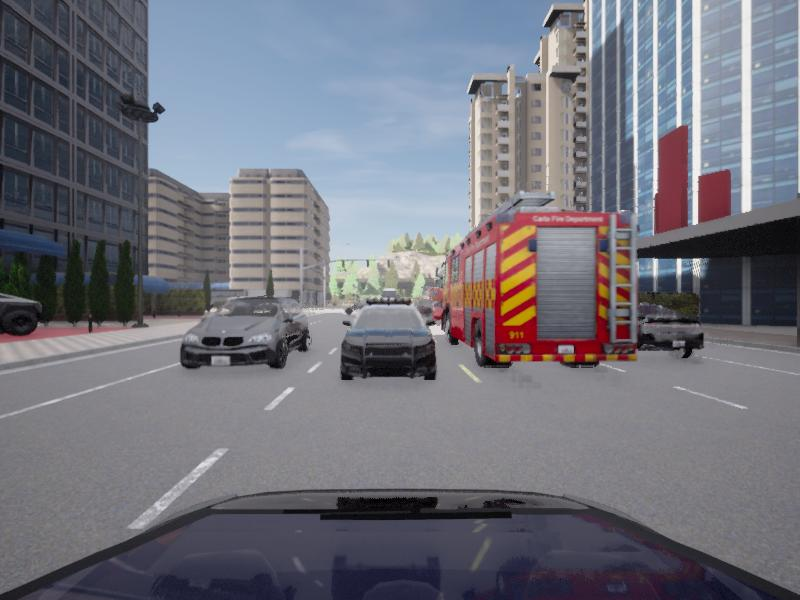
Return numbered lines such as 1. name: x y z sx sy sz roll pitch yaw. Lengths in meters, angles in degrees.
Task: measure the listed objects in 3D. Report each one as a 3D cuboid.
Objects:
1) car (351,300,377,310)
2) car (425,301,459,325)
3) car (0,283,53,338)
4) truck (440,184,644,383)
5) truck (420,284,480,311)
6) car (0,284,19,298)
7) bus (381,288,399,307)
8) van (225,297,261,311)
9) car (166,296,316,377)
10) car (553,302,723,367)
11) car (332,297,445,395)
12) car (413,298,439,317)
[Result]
1. car: -6.211 0.774 69.801 1.930 1.638 5.238 0 0 31
2. car: 2.792 0.829 27.169 1.845 1.501 3.633 0 0 -1
3. car: -17.017 0.403 14.472 2.390 2.098 6.274 0 0 29
4. truck: 3.179 -0.320 11.941 2.891 3.827 8.468 0 0 -1
5. truck: 7.412 -0.318 59.548 8.468 3.827 2.891 0 0 -21
6. car: -16.357 -0.346 15.659 1.750 0.535 1.642 0 0 29
7. bus: -2.268 -0.535 93.695 3.944 4.253 10.273 0 0 -1
8. van: -22.666 0.601 57.894 4.442 1.987 1.775 0 0 -1
9. car: -3.795 0.757 10.621 2.242 1.667 4.611 0 0 -1
10. car: 6.672 0.838 12.081 2.128 1.511 4.902 0 0 -1
11. car: -0.263 0.772 9.456 1.930 1.638 5.238 0 1 -1
12. car: 2.490 0.696 39.057 2.097 1.767 4.553 0 0 -1
